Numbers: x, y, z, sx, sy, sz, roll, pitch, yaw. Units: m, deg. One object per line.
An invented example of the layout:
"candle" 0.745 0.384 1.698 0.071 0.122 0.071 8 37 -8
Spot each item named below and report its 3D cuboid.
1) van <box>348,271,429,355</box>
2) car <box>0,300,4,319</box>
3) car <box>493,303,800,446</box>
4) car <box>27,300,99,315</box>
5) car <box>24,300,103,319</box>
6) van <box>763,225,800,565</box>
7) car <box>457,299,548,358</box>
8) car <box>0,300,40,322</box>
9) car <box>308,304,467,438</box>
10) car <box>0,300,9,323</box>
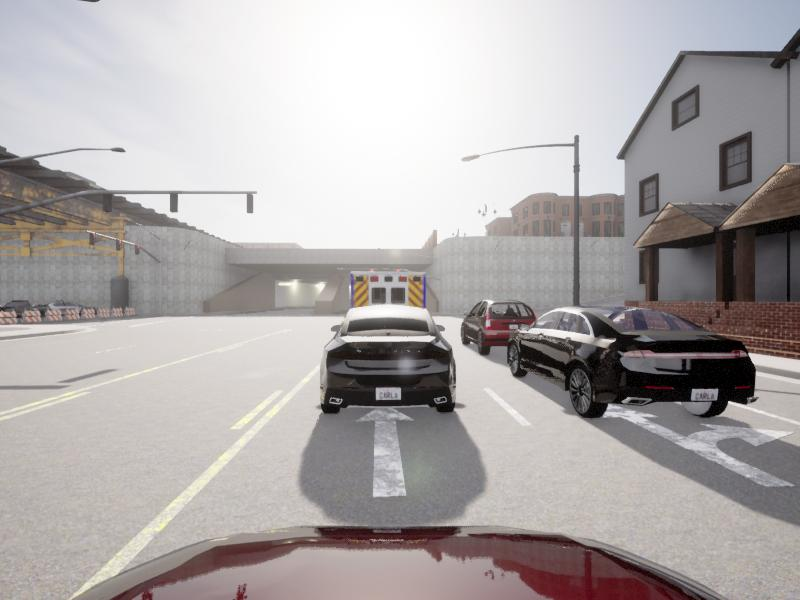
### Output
"van" -0.436 0.378 14.773 2.351 2.431 6.366 0 0 -2
"car" -29.000 0.638 25.964 1.853 1.218 4.536 0 0 42
"car" 3.293 0.836 6.852 2.128 1.511 4.902 0 0 -2
"car" -30.092 0.638 35.903 1.853 1.218 4.536 0 0 27
"car" -30.069 0.796 35.949 2.038 1.542 4.974 0 0 27
"van" 3.492 0.572 0.423 2.069 2.038 4.480 0 0 -2
"car" 3.116 0.788 13.044 1.851 1.617 3.988 0 0 -2
"car" -29.116 0.796 30.609 2.038 1.542 4.974 0 0 -38
"car" -0.209 0.844 7.073 1.837 1.490 4.892 0 0 -2
"car" -28.966 0.796 26.003 2.038 1.542 4.974 0 0 42
